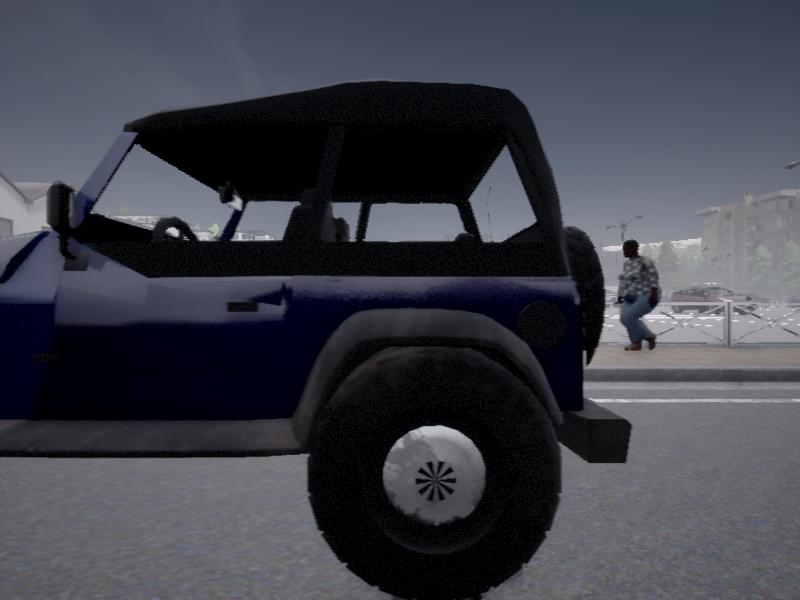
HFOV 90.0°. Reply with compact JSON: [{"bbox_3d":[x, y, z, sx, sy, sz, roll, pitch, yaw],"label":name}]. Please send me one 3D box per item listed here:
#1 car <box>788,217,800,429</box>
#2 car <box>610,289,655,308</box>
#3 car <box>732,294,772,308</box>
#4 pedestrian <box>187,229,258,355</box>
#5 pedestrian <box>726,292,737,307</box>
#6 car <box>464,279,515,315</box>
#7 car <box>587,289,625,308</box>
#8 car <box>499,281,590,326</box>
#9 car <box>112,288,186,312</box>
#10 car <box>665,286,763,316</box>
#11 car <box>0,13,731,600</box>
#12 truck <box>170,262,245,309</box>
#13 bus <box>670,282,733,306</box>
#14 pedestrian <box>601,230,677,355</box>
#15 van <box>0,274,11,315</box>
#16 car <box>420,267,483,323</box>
[{"bbox_3d":[5.551,0.187,2.196,4.856,1.649,2.033,0,0,0],"label":"car"},{"bbox_3d":[23.826,-0.116,41.248,1.932,1.855,4.605,0,0,0],"label":"car"},{"bbox_3d":[48.446,0.131,55.116,3.866,1.878,1.905,0,0,0],"label":"car"},{"bbox_3d":[-2.784,-0.122,6.333,0.751,1.860,0.751,0,0,7],"label":"pedestrian"},{"bbox_3d":[42.286,-0.052,51.069,0.751,1.860,0.751,0,0,0],"label":"pedestrian"},{"bbox_3d":[5.075,-0.151,23.359,1.932,1.855,4.605,0,0,0],"label":"car"},{"bbox_3d":[20.923,-0.142,40.821,1.905,1.878,3.866,0,0,0],"label":"car"},{"bbox_3d":[5.155,0.112,14.880,1.970,1.475,3.806,0,0,0],"label":"car"},{"bbox_3d":[-17.327,-0.001,27.986,2.038,1.542,4.974,0,0,0],"label":"car"},{"bbox_3d":[17.535,0.073,22.709,2.007,1.523,4.514,0,0,0],"label":"car"},{"bbox_3d":[-0.901,0.043,2.203,3.866,1.878,1.905,0,0,0],"label":"car"},{"bbox_3d":[-17.338,-1.147,36.904,2.891,3.827,8.468,0,0,0],"label":"truck"},{"bbox_3d":[55.994,-1.034,74.757,3.944,4.253,10.273,0,0,-1],"label":"bus"},{"bbox_3d":[3.764,-0.110,6.355,0.751,1.860,0.751,0,0,-1],"label":"pedestrian"},{"bbox_3d":[-20.854,-0.262,18.269,2.069,2.038,4.480,0,0,-5],"label":"van"},{"bbox_3d":[1.828,-0.178,15.475,1.905,1.878,3.866,0,0,0],"label":"car"}]
